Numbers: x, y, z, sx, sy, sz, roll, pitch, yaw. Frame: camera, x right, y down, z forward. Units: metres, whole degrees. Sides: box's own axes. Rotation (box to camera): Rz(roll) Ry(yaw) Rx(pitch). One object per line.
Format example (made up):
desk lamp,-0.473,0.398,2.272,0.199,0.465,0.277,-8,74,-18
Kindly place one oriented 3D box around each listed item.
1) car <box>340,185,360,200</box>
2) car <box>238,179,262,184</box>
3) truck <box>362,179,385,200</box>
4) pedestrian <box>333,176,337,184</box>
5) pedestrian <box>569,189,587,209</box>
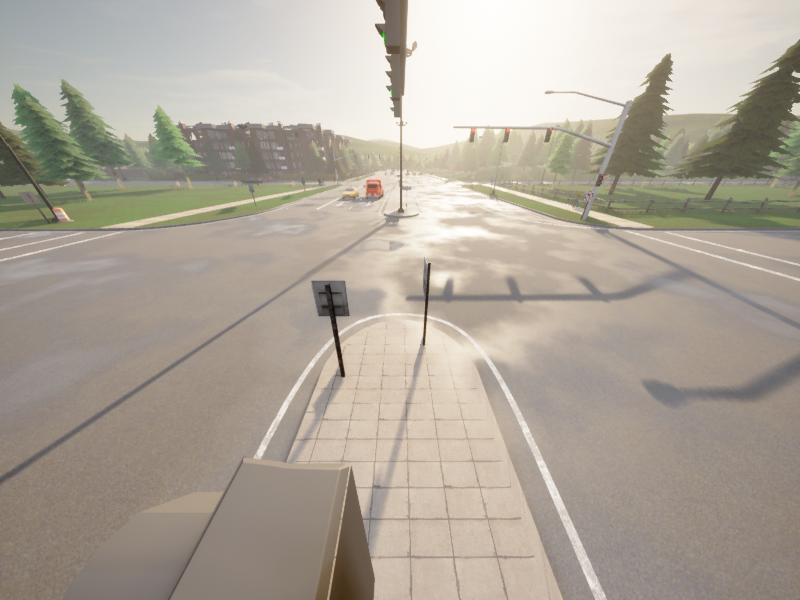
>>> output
car,-7.276,-15.886,34.078,1.801,1.575,5.366,0,30,0
car,-39.649,-31.402,61.189,4.718,1.301,1.895,0,30,0
truck,-3.776,-16.286,33.841,2.627,2.467,5.204,0,30,0
pedestrian,-17.147,-31.639,61.000,0.751,1.860,0.751,1,30,1
pedestrian,18.596,-10.555,24.175,0.751,1.860,0.751,1,30,2
